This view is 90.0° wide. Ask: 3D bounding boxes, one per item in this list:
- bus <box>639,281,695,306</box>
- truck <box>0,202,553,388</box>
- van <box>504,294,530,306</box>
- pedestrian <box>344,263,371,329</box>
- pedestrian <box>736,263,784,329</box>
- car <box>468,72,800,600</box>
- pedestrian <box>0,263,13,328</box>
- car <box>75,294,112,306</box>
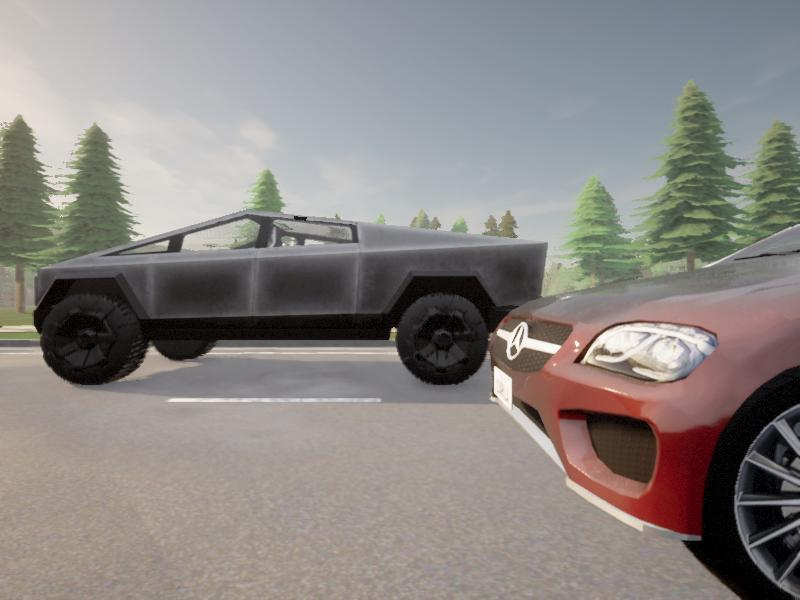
[{"bbox_3d":[49.919,-1.121,75.342,3.944,4.253,10.273,0,0,1],"label":"bus"},{"bbox_3d":[-1.415,-0.058,5.700,6.274,2.098,2.390,0,0,0],"label":"truck"},{"bbox_3d":[21.031,0.005,71.760,4.442,1.987,1.775,0,0,-25],"label":"van"},{"bbox_3d":[-1.246,-0.116,11.573,0.751,1.860,0.751,0,0,-7],"label":"pedestrian"},{"bbox_3d":[10.498,-0.111,11.692,0.751,1.860,0.751,0,0,2],"label":"pedestrian"},{"bbox_3d":[3.070,0.181,2.200,5.027,1.651,2.152,0,0,0],"label":"car"},{"bbox_3d":[-11.841,-0.119,11.468,0.751,1.860,0.751,0,0,0],"label":"pedestrian"},{"bbox_3d":[-54.304,-0.047,71.050,2.150,2.045,5.566,0,0,0],"label":"car"}]
